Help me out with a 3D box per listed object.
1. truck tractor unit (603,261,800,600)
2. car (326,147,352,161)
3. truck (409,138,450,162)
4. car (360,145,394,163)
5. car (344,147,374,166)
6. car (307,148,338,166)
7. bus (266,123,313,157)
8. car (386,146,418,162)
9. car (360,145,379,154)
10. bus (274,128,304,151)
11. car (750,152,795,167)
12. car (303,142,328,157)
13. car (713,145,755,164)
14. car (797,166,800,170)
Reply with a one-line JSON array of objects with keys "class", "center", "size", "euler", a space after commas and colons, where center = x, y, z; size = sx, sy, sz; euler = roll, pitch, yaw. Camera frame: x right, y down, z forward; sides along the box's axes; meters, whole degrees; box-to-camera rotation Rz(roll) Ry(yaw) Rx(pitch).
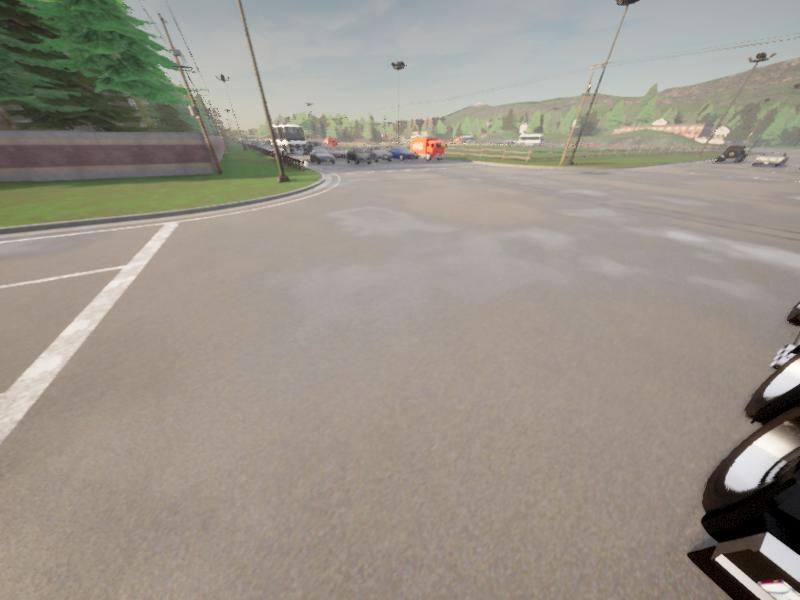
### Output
[{"class": "truck tractor unit", "center": [5.106, -0.305, 0.792], "size": [6.516, 4.208, 3.053], "euler": [-18, 39, -24]}, {"class": "car", "center": [-8.147, -19.433, 30.688], "size": [1.994, 1.385, 4.181], "euler": [-18, 39, -24]}, {"class": "truck", "center": [3.783, -20.009, 30.657], "size": [2.627, 2.467, 5.204], "euler": [-19, 39, -25]}, {"class": "car", "center": [-2.873, -18.257, 28.823], "size": [2.152, 1.651, 5.027], "euler": [-19, 39, -25]}, {"class": "car", "center": [-4.578, -15.962, 25.568], "size": [1.789, 1.549, 3.705], "euler": [-19, 39, -25]}, {"class": "car", "center": [-8.664, -15.950, 25.609], "size": [1.812, 1.442, 4.674], "euler": [-19, 39, -25]}, {"class": "bus", "center": [-19.034, -27.386, 39.514], "size": [3.944, 4.253, 10.273], "euler": [-23, 41, -29]}, {"class": "car", "center": [0.142, -19.223, 30.315], "size": [1.882, 1.535, 5.008], "euler": [-19, 39, -25]}, {"class": "car", "center": [-5.916, -28.903, 44.332], "size": [1.994, 1.385, 4.181], "euler": [-18, 39, -25]}, {"class": "bus", "center": [-26.954, -38.827, 55.881], "size": [3.944, 4.253, 10.273], "euler": [-19, 40, -26]}, {"class": "car", "center": [42.795, -16.175, 26.538], "size": [4.718, 1.301, 1.895], "euler": [-18, 39, -25]}, {"class": "car", "center": [-13.507, -24.185, 37.011], "size": [1.905, 1.878, 3.866], "euler": [-29, 44, -34]}, {"class": "car", "center": [43.345, -18.915, 29.962], "size": [3.866, 1.878, 1.905], "euler": [-18, 39, -25]}, {"class": "car", "center": [42.899, -14.048, 23.150], "size": [4.611, 1.667, 2.242], "euler": [-18, 39, -25]}]
